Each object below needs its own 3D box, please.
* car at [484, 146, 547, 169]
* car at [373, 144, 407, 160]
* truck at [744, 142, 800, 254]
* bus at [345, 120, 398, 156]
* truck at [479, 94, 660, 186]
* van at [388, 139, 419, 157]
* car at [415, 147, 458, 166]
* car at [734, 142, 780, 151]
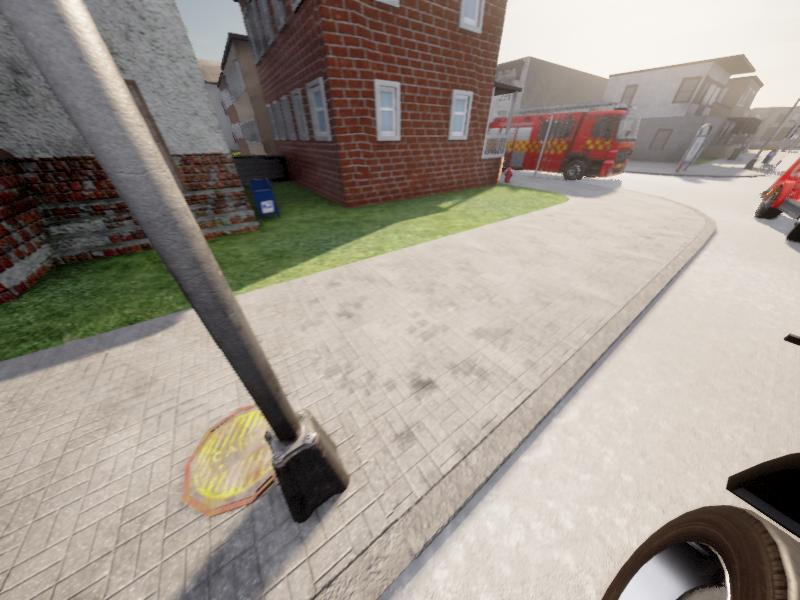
[{"bbox_3d":[10.375,-13.148,21.152,2.007,1.525,4.514,-22,41,-28],"label":"car"},{"bbox_3d":[-1.340,-18.775,29.215,1.882,1.535,5.008,-22,41,-28],"label":"car"},{"bbox_3d":[11.833,-2.741,5.555,2.627,2.467,5.204,30,45,35],"label":"truck"},{"bbox_3d":[-4.873,-26.680,38.099,3.944,4.253,10.273,-22,41,-28],"label":"bus"},{"bbox_3d":[9.963,-10.429,15.306,2.891,3.827,8.468,-22,41,-28],"label":"truck"},{"bbox_3d":[0.454,-21.532,32.675,2.069,2.038,4.480,-22,41,-28],"label":"van"},{"bbox_3d":[3.584,-14.669,23.499,1.994,1.385,4.181,-22,41,-28],"label":"car"},{"bbox_3d":[69.854,-30.195,45.320,1.812,1.442,4.674,-22,41,-28],"label":"car"}]
